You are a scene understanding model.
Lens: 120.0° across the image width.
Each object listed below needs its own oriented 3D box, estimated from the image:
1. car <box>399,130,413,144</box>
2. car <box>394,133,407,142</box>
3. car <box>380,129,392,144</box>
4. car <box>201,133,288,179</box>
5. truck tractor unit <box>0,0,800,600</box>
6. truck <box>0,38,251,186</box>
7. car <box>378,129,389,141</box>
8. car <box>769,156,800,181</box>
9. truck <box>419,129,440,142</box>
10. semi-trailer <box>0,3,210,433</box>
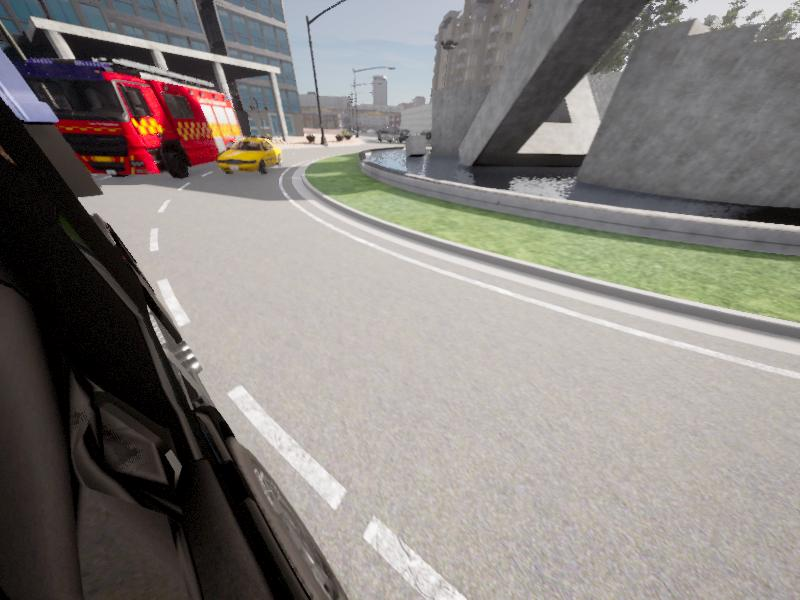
[{"bbox_3d":[0.972,-28.449,40.257,1.905,1.878,3.866,-2,37,-5],"label":"car"},{"bbox_3d":[0.109,-32.676,46.371,1.895,1.301,4.718,-3,37,-8],"label":"car"},{"bbox_3d":[-2.428,-27.985,39.453,1.932,1.855,4.605,-1,36,-5],"label":"car"},{"bbox_3d":[-7.870,-7.877,12.425,1.801,1.575,5.366,-3,37,-7],"label":"car"},{"bbox_3d":[-2.645,-0.295,0.351,6.516,4.208,3.053,28,44,30],"label":"truck tractor unit"},{"bbox_3d":[-11.179,-8.491,11.179,2.891,3.827,8.468,-2,37,-5],"label":"truck"},{"bbox_3d":[-3.209,-32.107,44.915,1.905,1.878,3.866,-3,37,-8],"label":"car"},{"bbox_3d":[31.224,-9.248,16.671,1.812,1.442,4.674,1,37,-2],"label":"car"},{"bbox_3d":[6.441,-36.204,50.798,2.390,2.098,6.274,-7,38,-12],"label":"truck"},{"bbox_3d":[-9.219,-3.169,3.669,14.254,4.402,2.717,22,42,24],"label":"semi-trailer"}]
